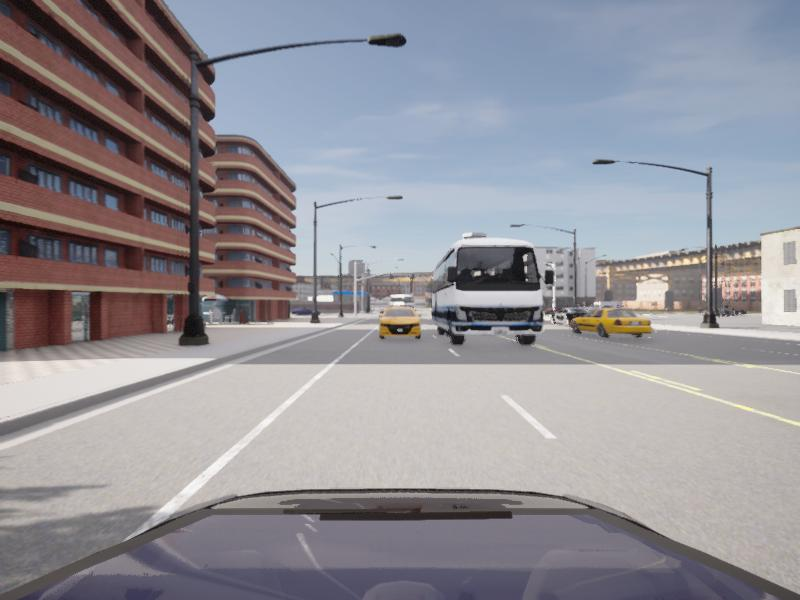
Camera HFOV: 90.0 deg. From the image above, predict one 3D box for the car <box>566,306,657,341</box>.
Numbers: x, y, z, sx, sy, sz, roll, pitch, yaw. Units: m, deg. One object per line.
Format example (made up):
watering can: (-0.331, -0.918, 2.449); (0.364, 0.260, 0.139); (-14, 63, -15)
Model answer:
car: (10.501, 1.092, 20.415); (1.801, 1.575, 5.366); (0, -1, 0)

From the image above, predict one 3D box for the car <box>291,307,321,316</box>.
car: (-15.636, 1.973, 66.597); (4.674, 1.442, 1.812); (0, 0, -3)

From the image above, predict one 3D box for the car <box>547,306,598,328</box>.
car: (13.992, 1.330, 32.828); (1.930, 1.638, 5.238); (0, -1, 0)

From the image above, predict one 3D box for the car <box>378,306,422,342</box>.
car: (-0.004, 1.099, 19.778); (1.882, 1.535, 5.008); (0, -1, 0)

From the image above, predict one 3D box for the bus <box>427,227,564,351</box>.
bus: (3.618, -0.279, 18.855); (3.944, 4.253, 10.273); (0, -1, 0)

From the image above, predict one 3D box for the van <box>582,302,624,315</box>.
van: (36.107, 1.499, 71.228); (6.366, 2.431, 2.351); (0, 0, -1)

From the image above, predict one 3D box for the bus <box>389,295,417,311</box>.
bus: (0.629, 0.743, 109.513); (3.944, 4.253, 10.273); (0, 0, -23)
